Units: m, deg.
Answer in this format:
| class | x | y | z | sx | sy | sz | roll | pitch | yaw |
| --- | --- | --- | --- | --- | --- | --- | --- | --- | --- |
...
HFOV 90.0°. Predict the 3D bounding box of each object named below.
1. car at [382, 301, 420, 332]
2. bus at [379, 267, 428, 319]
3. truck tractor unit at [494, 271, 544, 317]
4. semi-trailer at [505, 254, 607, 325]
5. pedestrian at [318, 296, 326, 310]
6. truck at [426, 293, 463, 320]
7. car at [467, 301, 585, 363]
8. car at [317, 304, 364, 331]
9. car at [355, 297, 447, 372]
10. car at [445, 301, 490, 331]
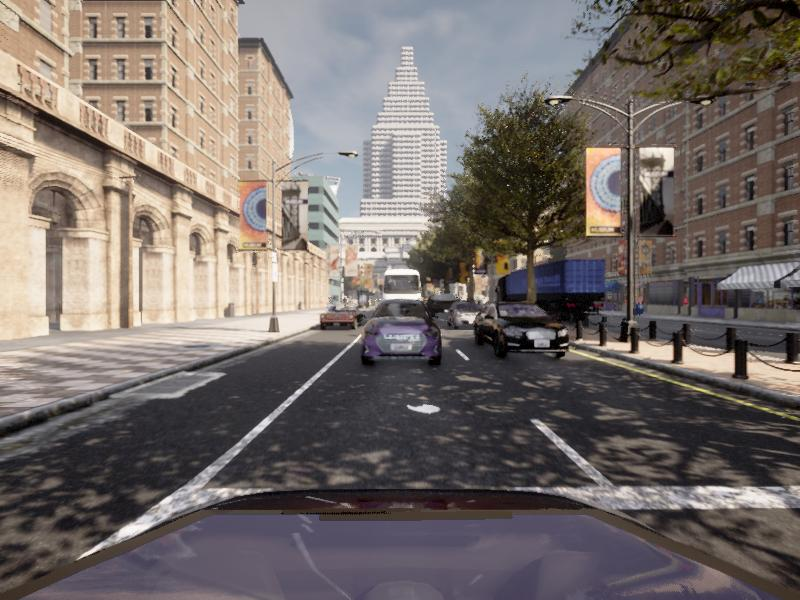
| class | x | y | z | sx | sy | sz | roll | pitch | yaw |
| --- | --- | --- | --- | --- | --- | --- | --- | --- | --- |
| car | 0.071 | 0.810 | 21.977 | 1.837 | 1.490 | 4.892 | 0 | 0 | 0 |
| bus | 0.259 | -0.599 | 37.703 | 3.944 | 4.253 | 10.273 | 0 | 1 | 0 |
| truck tractor unit | 11.629 | -0.585 | 39.878 | 3.053 | 4.208 | 6.516 | 0 | 0 | 0 |
| semi-trailer | 11.576 | -0.669 | 31.966 | 2.717 | 4.402 | 14.254 | 0 | 0 | 0 |
| pedestrian | -10.094 | 0.401 | 51.865 | 0.751 | 1.860 | 0.751 | 0 | 0 | 6 |
| truck | 3.610 | 0.488 | 33.773 | 2.390 | 2.098 | 6.274 | 0 | 0 | 0 |
| car | 3.544 | 0.815 | 12.400 | 2.128 | 1.511 | 4.902 | 0 | 0 | 0 |
| car | -3.176 | 0.902 | 22.202 | 1.895 | 1.301 | 4.718 | 0 | 0 | 0 |
| car | 0.037 | 0.759 | 11.246 | 2.033 | 1.649 | 4.856 | 0 | 0 | 0 |
| car | 3.571 | 0.790 | 21.788 | 1.845 | 1.501 | 3.633 | 0 | 0 | 0 |
